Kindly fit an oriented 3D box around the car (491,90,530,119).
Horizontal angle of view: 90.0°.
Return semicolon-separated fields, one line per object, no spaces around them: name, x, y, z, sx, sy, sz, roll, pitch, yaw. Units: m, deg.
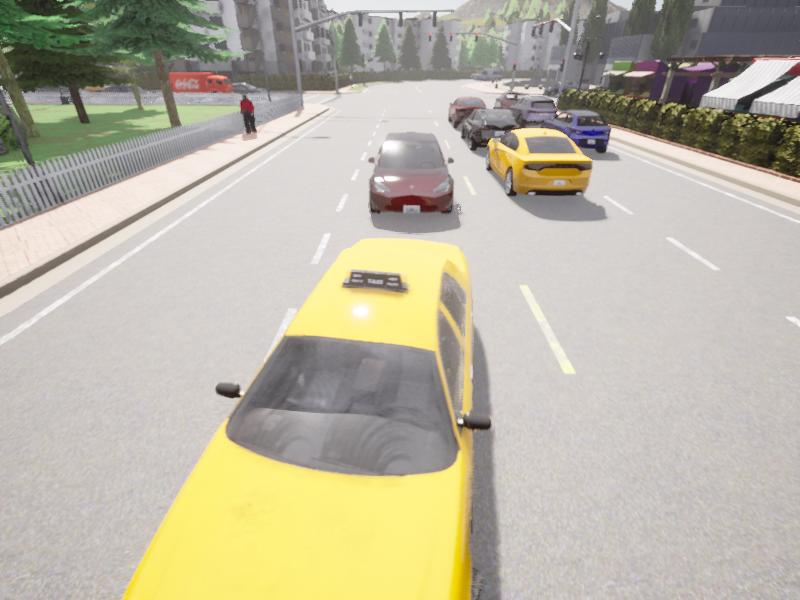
car;7.628;-13.654;27.851;1.845;1.501;3.633;2;30;3

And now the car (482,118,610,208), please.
car;3.841;-4.201;11.671;1.882;1.535;5.008;0;30;0

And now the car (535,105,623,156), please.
car;7.376;-7.292;17.030;1.816;1.474;4.193;0;30;1

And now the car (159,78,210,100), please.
car;-21.992;-21.581;40.939;3.866;1.878;1.905;1;30;2

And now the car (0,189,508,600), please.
car;-0.254;0.593;3.428;1.801;1.575;5.366;5;31;7

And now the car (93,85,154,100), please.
car;-28.465;-21.457;41.296;4.718;1.301;1.895;1;30;2

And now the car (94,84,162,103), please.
car;-25.862;-19.721;38.140;4.892;1.490;1.837;1;30;2

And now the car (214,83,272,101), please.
car;-15.922;-21.294;40.848;4.902;1.511;2.128;1;30;2

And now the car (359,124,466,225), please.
car;0.283;-3.532;10.571;2.163;1.488;4.792;0;30;1

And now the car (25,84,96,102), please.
car;-32.418;-19.855;38.346;4.892;1.490;1.837;1;30;2

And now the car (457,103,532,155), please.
car;3.893;-7.569;17.485;2.163;1.488;4.792;0;30;0

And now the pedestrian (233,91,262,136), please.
pedestrian;-7.070;-8.675;18.614;0.751;1.860;0.751;0;30;1

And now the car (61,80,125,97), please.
car;-34.002;-23.461;44.419;5.366;1.575;1.801;1;30;2

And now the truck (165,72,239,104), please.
truck;-18.509;-19.993;37.664;5.204;2.467;2.627;1;30;2

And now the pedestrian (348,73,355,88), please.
pedestrian;-7.347;-33.324;60.746;0.751;1.860;0.751;3;30;4

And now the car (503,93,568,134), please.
car;7.455;-10.657;22.631;2.033;1.649;4.856;0;30;1

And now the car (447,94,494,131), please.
car;3.964;-11.045;23.372;1.882;1.535;5.008;0;30;1

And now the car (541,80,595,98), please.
car;19.137;-24.190;45.812;5.027;1.651;2.152;2;30;3
